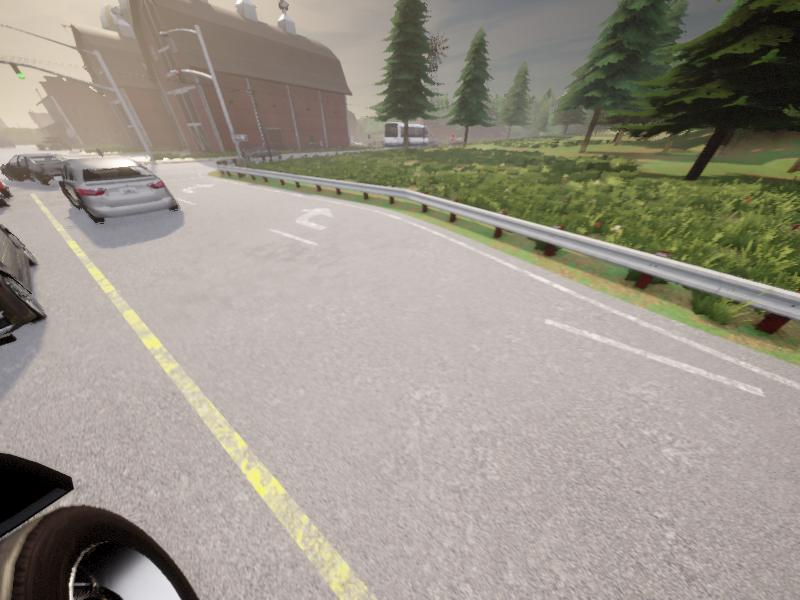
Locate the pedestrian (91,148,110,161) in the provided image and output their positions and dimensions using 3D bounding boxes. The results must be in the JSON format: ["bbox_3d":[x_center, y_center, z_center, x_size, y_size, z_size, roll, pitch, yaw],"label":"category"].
[{"bbox_3d":[-29.208,-14.201,22.560,0.500,1.100,0.500,1,35,1],"label":"pedestrian"}]

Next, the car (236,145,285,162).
[{"bbox_3d":[-15.984,-16.989,26.737,1.994,1.385,4.181,22,41,28],"label":"car"}]

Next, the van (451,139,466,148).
[{"bbox_3d":[16.024,-43.116,63.460,2.069,2.038,4.480,22,41,28],"label":"van"}]

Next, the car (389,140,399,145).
[{"bbox_3d":[-2.165,-56.847,83.296,1.784,1.438,3.905,22,41,28],"label":"car"}]

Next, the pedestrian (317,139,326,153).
[{"bbox_3d":[-12.363,-24.428,36.582,0.751,1.860,0.751,20,40,26],"label":"pedestrian"}]

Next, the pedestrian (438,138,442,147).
[{"bbox_3d":[11.030,-43.186,63.364,0.751,1.860,0.751,16,38,21],"label":"pedestrian"}]

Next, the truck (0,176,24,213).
[{"bbox_3d":[-16.699,-4.541,8.083,5.204,2.467,2.627,21,40,28],"label":"truck"}]

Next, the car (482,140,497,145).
[{"bbox_3d":[34.571,-60.815,89.208,4.514,1.525,2.007,0,35,0],"label":"car"}]

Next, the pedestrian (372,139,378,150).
[{"bbox_3d":[-4.864,-30.479,45.221,0.751,1.860,0.751,19,39,24],"label":"pedestrian"}]

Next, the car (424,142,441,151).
[{"bbox_3d":[6.869,-32.037,48.114,1.845,1.501,3.633,22,41,28],"label":"car"}]

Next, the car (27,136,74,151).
[{"bbox_3d":[-60.555,-27.213,40.118,3.866,1.878,1.905,-6,41,-6],"label":"car"}]

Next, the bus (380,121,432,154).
[{"bbox_3d":[1.367,-28.815,41.142,3.944,4.253,10.273,22,41,28],"label":"bus"}]

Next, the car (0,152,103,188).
[{"bbox_3d":[-20.646,-7.616,13.363,5.357,1.411,2.033,12,37,16],"label":"car"}]

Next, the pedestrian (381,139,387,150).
[{"bbox_3d":[-3.275,-31.585,46.802,0.751,1.860,0.751,18,39,23],"label":"pedestrian"}]

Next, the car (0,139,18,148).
[{"bbox_3d":[-82.127,-32.611,48.175,3.705,1.549,1.789,22,40,27],"label":"car"}]

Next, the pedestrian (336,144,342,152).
[{"bbox_3d":[-10.237,-25.453,38.712,0.500,1.100,0.500,18,39,23],"label":"pedestrian"}]

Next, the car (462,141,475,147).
[{"bbox_3d":[20.529,-46.540,68.811,1.837,1.490,4.892,22,41,28],"label":"car"}]

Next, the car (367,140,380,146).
[{"bbox_3d":[-8.509,-50.396,74.072,1.816,1.474,4.193,22,41,28],"label":"car"}]

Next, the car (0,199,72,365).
[{"bbox_3d":[-7.062,-0.460,3.195,4.902,1.511,2.128,23,41,29],"label":"car"}]

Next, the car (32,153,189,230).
[{"bbox_3d":[-10.091,-4.031,8.100,4.611,1.667,2.242,22,41,27],"label":"car"}]

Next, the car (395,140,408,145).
[{"bbox_3d":[0.550,-59.224,86.661,4.193,1.474,1.816,16,38,21],"label":"car"}]

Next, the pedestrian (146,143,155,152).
[{"bbox_3d":[-36.170,-22.072,33.463,0.500,1.100,0.500,-28,44,-34],"label":"pedestrian"}]
